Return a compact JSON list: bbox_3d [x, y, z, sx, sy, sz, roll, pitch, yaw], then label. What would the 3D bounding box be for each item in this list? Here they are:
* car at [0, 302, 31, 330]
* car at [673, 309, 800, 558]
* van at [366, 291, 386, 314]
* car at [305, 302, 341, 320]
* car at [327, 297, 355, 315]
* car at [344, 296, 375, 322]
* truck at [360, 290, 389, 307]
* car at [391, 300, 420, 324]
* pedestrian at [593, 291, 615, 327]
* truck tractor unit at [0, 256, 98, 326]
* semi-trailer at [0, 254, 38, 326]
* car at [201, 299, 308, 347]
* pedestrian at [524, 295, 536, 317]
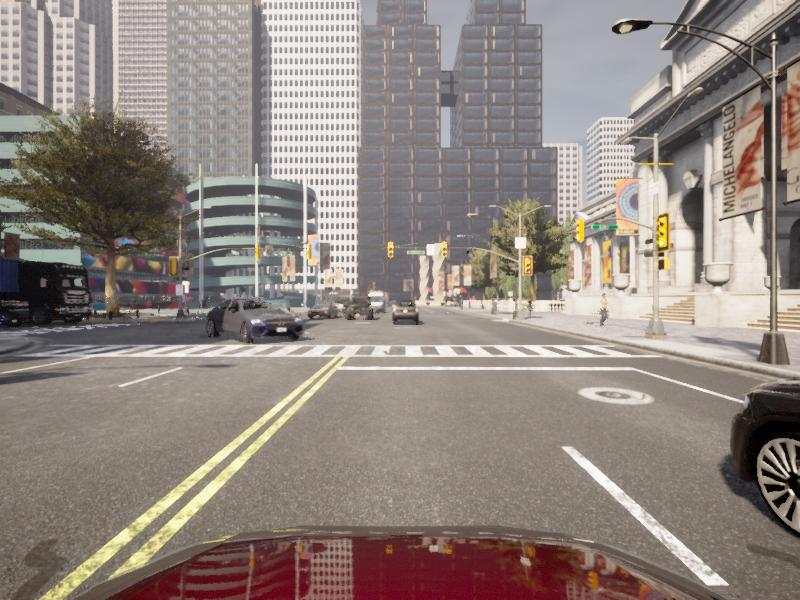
[{"bbox_3d":[-23.027,0.854,21.774,4.193,1.474,1.816,0,0,1],"label":"car"},{"bbox_3d":[3.511,0.836,1.169,2.128,1.511,4.902,0,0,1],"label":"car"},{"bbox_3d":[-2.826,0.323,48.174,1.988,2.561,5.915,0,0,1],"label":"van"},{"bbox_3d":[-6.518,0.895,34.394,2.033,1.411,5.357,0,0,1],"label":"car"},{"bbox_3d":[-6.907,0.647,47.121,1.932,1.855,4.605,1,1,9],"label":"car"},{"bbox_3d":[-3.067,0.642,30.914,1.905,1.878,3.866,0,1,1],"label":"car"},{"bbox_3d":[-6.287,-0.325,96.974,2.891,3.827,8.468,0,0,-35],"label":"truck"},{"bbox_3d":[0.398,0.788,28.097,1.851,1.617,3.988,0,0,1],"label":"car"},{"bbox_3d":[10.853,0.485,21.326,0.751,1.860,0.751,0,0,-8],"label":"pedestrian"},{"bbox_3d":[-23.722,-0.518,25.616,6.516,4.208,3.053,0,0,4],"label":"truck tractor unit"},{"bbox_3d":[-31.628,-0.619,25.909,14.254,4.402,2.717,0,0,2],"label":"semi-trailer"},{"bbox_3d":[-6.010,0.780,16.161,2.152,1.651,5.027,0,0,-45],"label":"car"},{"bbox_3d":[10.745,0.485,33.069,0.751,1.860,0.751,0,0,0],"label":"pedestrian"}]
